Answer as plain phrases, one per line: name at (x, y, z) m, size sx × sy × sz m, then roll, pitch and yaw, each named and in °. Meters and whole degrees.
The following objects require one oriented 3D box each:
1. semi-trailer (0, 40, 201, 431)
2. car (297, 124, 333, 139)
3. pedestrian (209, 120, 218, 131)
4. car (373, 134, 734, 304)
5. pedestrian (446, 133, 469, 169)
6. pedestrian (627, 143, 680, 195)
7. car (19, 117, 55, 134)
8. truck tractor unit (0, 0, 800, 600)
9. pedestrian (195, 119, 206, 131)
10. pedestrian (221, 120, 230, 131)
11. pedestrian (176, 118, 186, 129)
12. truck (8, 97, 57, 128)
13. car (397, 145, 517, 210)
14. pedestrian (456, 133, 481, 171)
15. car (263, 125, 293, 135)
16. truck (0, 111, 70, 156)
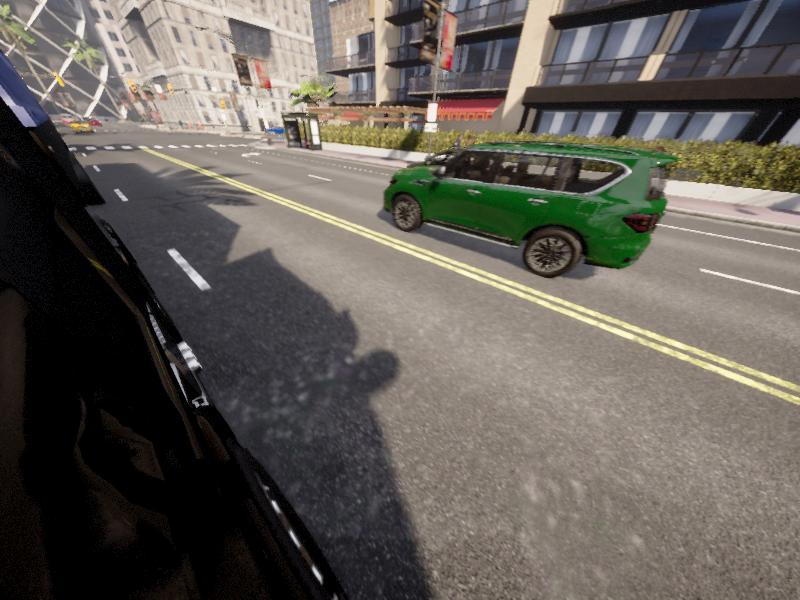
semi-trailer at (-8.680, -3.606, 4.262) m, size 14.254 × 4.402 × 2.717 m, roll 28°, pitch 44°, yaw 30°
car at (-14.830, -29.639, 40.716) m, size 2.150 × 2.045 × 5.566 m, roll 27°, pitch 43°, yaw 29°
pedestrian at (-38.390, -35.885, 47.542) m, size 0.751 × 1.860 × 0.751 m, roll 29°, pitch 44°, yaw 31°
car at (2.176, -2.346, 5.202) m, size 5.566 × 2.045 × 2.150 m, roll 27°, pitch 43°, yaw 30°
pedestrian at (3.612, -9.407, 14.596) m, size 0.751 × 1.860 × 0.751 m, roll -28°, pitch 47°, yaw -35°
pedestrian at (10.888, -5.663, 10.017) m, size 0.751 × 1.860 × 0.751 m, roll 27°, pitch 43°, yaw 29°
car at (-45.087, -21.709, 28.728) m, size 3.705 × 1.549 × 1.789 m, roll 28°, pitch 44°, yaw 30°
truck tractor unit at (-2.645, -0.295, 0.351) m, size 6.516 × 4.208 × 3.053 m, roll 28°, pitch 44°, yaw 30°
pedestrian at (-39.335, -34.409, 45.511) m, size 0.751 × 1.860 × 0.751 m, roll 20°, pitch 40°, yaw 22°
pedestrian at (-37.558, -37.460, 49.699) m, size 0.751 × 1.860 × 0.751 m, roll 28°, pitch 44°, yaw 30°
pedestrian at (-47.420, -38.101, 49.972) m, size 0.751 × 1.860 × 0.751 m, roll 25°, pitch 42°, yaw 28°
truck at (-64.932, -33.181, 41.007) m, size 8.468 × 3.827 × 2.891 m, roll 28°, pitch 44°, yaw 30°
car at (2.011, -4.982, 9.087) m, size 3.988 × 1.617 × 1.851 m, roll 28°, pitch 44°, yaw 30°
pedestrian at (4.112, -8.923, 13.978) m, size 0.751 × 1.860 × 0.751 m, roll -23°, pitch 44°, yaw -30°
car at (-25.757, -35.944, 48.932) m, size 1.882 × 1.535 × 5.008 m, roll 28°, pitch 43°, yaw 30°
truck at (-24.688, -11.141, 15.339) m, size 6.274 × 2.098 × 2.390 m, roll 29°, pitch 44°, yaw 31°
